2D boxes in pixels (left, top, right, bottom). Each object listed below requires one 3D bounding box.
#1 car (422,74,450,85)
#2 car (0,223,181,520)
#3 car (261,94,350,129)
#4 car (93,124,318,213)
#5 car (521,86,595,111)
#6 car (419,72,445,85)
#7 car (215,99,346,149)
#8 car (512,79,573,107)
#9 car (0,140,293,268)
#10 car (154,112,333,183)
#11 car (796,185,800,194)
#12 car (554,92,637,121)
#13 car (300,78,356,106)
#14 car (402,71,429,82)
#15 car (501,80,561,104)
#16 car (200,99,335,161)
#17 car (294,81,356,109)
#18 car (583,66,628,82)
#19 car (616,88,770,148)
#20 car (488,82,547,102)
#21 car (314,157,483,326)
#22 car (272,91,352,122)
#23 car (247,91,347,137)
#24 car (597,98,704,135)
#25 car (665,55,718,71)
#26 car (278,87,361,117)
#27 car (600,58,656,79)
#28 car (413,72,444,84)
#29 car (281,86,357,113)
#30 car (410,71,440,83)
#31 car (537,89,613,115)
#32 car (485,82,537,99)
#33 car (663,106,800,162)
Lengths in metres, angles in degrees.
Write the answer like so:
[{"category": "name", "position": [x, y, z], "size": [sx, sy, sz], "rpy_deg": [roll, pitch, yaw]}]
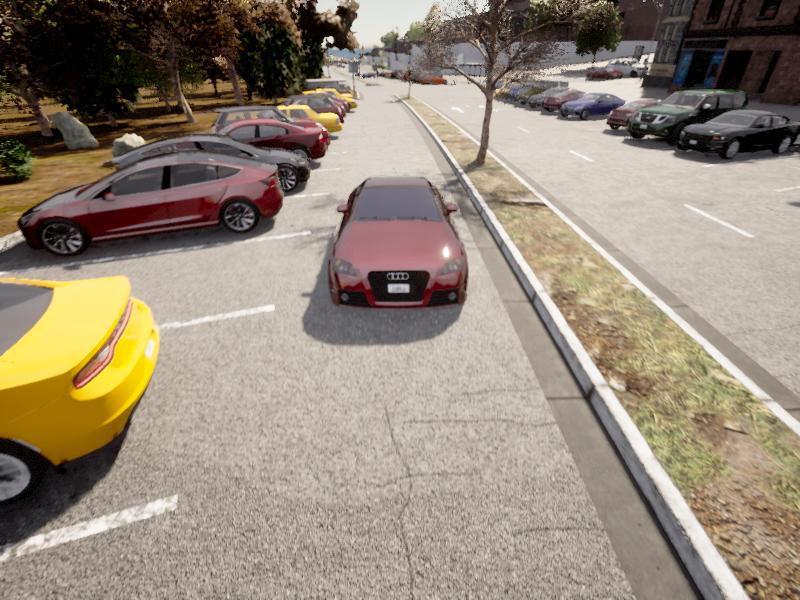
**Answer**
[{"category": "car", "position": [6.649, -40.737, 73.886], "size": [4.553, 1.767, 2.185], "rpy_deg": [-16, 34, -26]}, {"category": "car", "position": [-4.780, 0.797, 3.110], "size": [5.008, 1.535, 2.097], "rpy_deg": [-11, 32, -17]}, {"category": "car", "position": [-5.529, -11.155, 23.555], "size": [4.674, 1.452, 2.002], "rpy_deg": [-13, 33, -19]}, {"category": "car", "position": [-4.908, -3.686, 10.804], "size": [4.792, 1.488, 2.163], "rpy_deg": [-12, 32, -18]}, {"category": "car", "position": [12.258, -15.694, 31.100], "size": [4.892, 1.521, 2.231], "rpy_deg": [-12, 33, -21]}, {"category": "car", "position": [6.076, -42.308, 76.353], "size": [4.442, 1.987, 1.878], "rpy_deg": [-16, 35, -26]}, {"category": "car", "position": [-5.412, -8.159, 18.370], "size": [5.366, 1.575, 1.946], "rpy_deg": [-12, 33, -19]}, {"category": "car", "position": [11.934, -17.392, 33.538], "size": [4.442, 1.987, 1.878], "rpy_deg": [-12, 33, -21]}, {"category": "car", "position": [-4.900, -2.169, 8.222], "size": [4.792, 1.488, 2.163], "rpy_deg": [-12, 32, -18]}, {"category": "car", "position": [-5.014, -5.201, 13.328], "size": [5.008, 1.535, 2.097], "rpy_deg": [-12, 32, -18]}, {"category": "car", "position": [13.324, -3.464, 10.287], "size": [5.008, 1.535, 2.097], "rpy_deg": [-11, 32, -19]}, {"category": "car", "position": [12.630, -12.605, 25.919], "size": [4.674, 1.452, 2.002], "rpy_deg": [-12, 33, -20]}, {"category": "car", "position": [-6.467, -18.886, 36.202], "size": [4.442, 1.987, 1.878], "rpy_deg": [-14, 33, -21]}, {"category": "car", "position": [3.514, -49.877, 89.150], "size": [5.566, 2.045, 2.435], "rpy_deg": [-16, 34, -26]}, {"category": "car", "position": [11.832, -18.861, 36.239], "size": [4.553, 1.767, 2.185], "rpy_deg": [-13, 33, -22]}, {"category": "car", "position": [-5.155, -6.802, 15.811], "size": [4.553, 1.767, 2.185], "rpy_deg": [-12, 32, -18]}, {"category": "car", "position": [-6.297, -17.286, 33.675], "size": [4.553, 1.767, 2.185], "rpy_deg": [-14, 33, -20]}, {"category": "car", "position": [26.210, -28.996, 51.199], "size": [2.002, 1.452, 4.674], "rpy_deg": [-22, 37, -22]}, {"category": "car", "position": [13.040, -8.262, 17.954], "size": [5.566, 2.045, 2.435], "rpy_deg": [-11, 33, -20]}, {"category": "car", "position": [11.381, -20.236, 38.817], "size": [5.366, 1.575, 1.946], "rpy_deg": [-13, 33, -22]}, {"category": "car", "position": [-0.049, -1.316, 6.854], "size": [1.994, 1.385, 4.181], "rpy_deg": [-1, 30, -1]}, {"category": "car", "position": [-5.703, -12.651, 26.105], "size": [4.674, 1.452, 2.002], "rpy_deg": [-13, 33, -19]}, {"category": "car", "position": [-5.351, -9.807, 20.929], "size": [4.553, 1.767, 2.185], "rpy_deg": [-13, 33, -19]}, {"category": "car", "position": [12.930, -9.550, 20.721], "size": [4.674, 1.452, 2.002], "rpy_deg": [-11, 32, -20]}, {"category": "car", "position": [38.051, -31.099, 52.405], "size": [2.231, 1.521, 4.892], "rpy_deg": [-21, 37, -22]}, {"category": "car", "position": [-5.729, -14.227, 28.698], "size": [5.366, 1.575, 1.946], "rpy_deg": [-13, 32, -20]}, {"category": "car", "position": [29.161, -29.745, 51.329], "size": [2.435, 2.045, 5.566], "rpy_deg": [-21, 37, -22]}, {"category": "car", "position": [5.631, -43.855, 78.929], "size": [5.566, 2.045, 2.435], "rpy_deg": [-16, 35, -26]}, {"category": "car", "position": [-6.272, -15.639, 31.116], "size": [5.366, 1.575, 1.946], "rpy_deg": [-13, 33, -20]}, {"category": "car", "position": [5.143, -45.377, 81.512], "size": [5.566, 2.045, 2.435], "rpy_deg": [-16, 34, -26]}, {"category": "car", "position": [12.443, -14.135, 28.522], "size": [4.674, 1.452, 2.002], "rpy_deg": [-12, 32, -21]}, {"category": "car", "position": [11.464, -21.752, 41.475], "size": [4.792, 1.488, 2.163], "rpy_deg": [-13, 33, -22]}, {"category": "car", "position": [13.175, -6.522, 15.490], "size": [5.008, 1.535, 2.097], "rpy_deg": [-11, 33, -19]}]
